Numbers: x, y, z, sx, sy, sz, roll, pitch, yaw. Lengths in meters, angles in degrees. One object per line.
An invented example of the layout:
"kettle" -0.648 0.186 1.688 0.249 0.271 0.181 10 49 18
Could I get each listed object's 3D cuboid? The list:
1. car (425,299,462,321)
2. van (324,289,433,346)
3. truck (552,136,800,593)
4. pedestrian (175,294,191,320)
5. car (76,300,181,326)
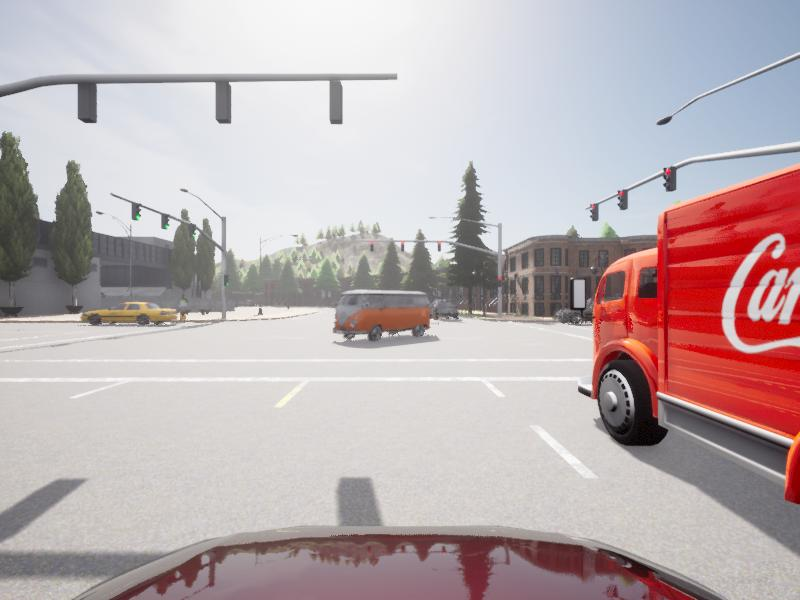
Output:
"car" 3.539 0.777 33.518 2.033 1.649 4.856 0 0 -6
"van" -0.734 0.597 16.174 1.775 1.987 4.442 -1 0 42
"truck" 3.467 0.353 2.993 2.627 2.467 5.204 0 0 -1
"pedestrian" -15.691 0.485 28.943 0.751 1.860 0.751 0 0 -9
"car" -16.937 0.801 25.119 5.366 1.575 1.801 0 0 -1
